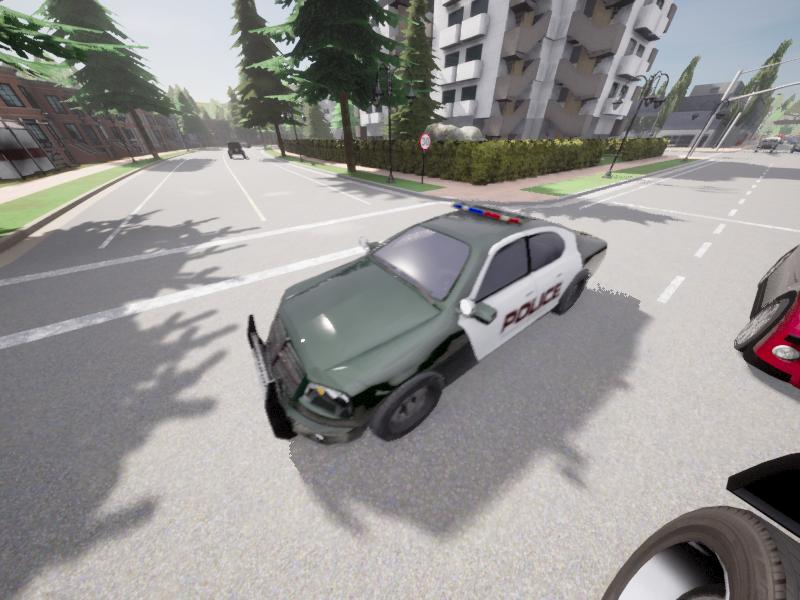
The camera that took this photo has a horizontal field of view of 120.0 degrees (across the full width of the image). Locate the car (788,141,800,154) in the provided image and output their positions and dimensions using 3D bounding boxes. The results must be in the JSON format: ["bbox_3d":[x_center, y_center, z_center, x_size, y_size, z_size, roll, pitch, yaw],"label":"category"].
[{"bbox_3d":[60.960,-22.917,34.749,4.792,1.488,2.163,-23,41,-28],"label":"car"}]

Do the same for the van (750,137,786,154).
[{"bbox_3d":[56.990,-23.972,35.791,4.480,2.038,2.069,-23,41,-28],"label":"van"}]

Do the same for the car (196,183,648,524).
[{"bbox_3d":[0.753,-0.341,3.071,4.974,1.542,2.038,-22,41,-29],"label":"car"}]

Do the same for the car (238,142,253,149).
[{"bbox_3d":[-40.559,-40.807,60.843,2.033,1.411,5.357,-11,36,-15],"label":"car"}]

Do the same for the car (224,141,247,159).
[{"bbox_3d":[-22.299,-20.377,31.292,1.905,1.878,3.866,-19,39,-25],"label":"car"}]

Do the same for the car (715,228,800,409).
[{"bbox_3d":[5.839,0.058,2.532,3.806,1.475,1.970,-22,41,-28],"label":"car"}]
